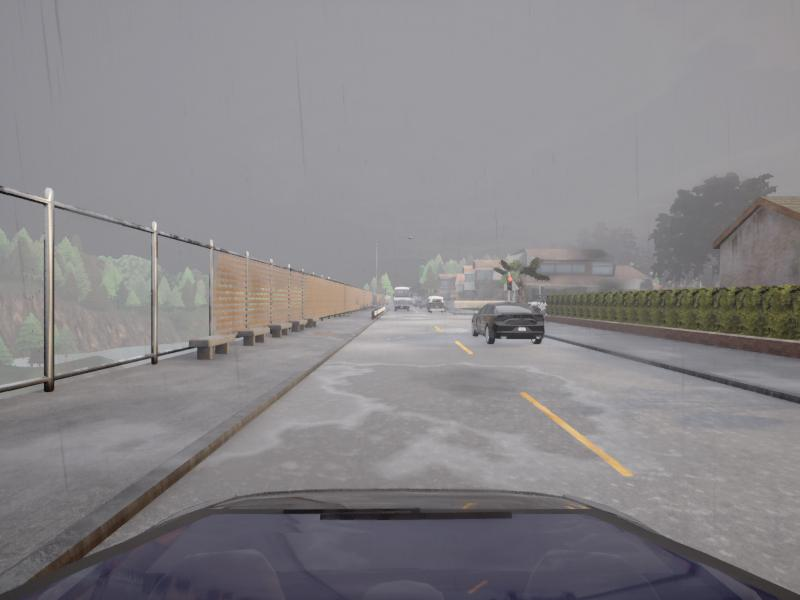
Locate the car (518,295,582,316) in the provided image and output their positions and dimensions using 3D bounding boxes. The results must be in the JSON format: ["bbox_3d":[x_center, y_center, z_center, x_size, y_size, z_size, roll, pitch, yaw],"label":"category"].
[{"bbox_3d":[14.914,0.569,39.969,5.566,2.045,2.150,0,0,1],"label":"car"}]

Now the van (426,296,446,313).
[{"bbox_3d":[4.429,0.574,50.141,2.069,2.038,4.480,0,0,-1],"label":"van"}]

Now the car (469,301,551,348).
[{"bbox_3d":[4.085,0.823,15.817,1.882,1.535,5.008,0,0,0],"label":"car"}]

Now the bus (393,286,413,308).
[{"bbox_3d":[0.551,-0.539,83.810,3.944,4.253,10.273,0,0,0],"label":"bus"}]
